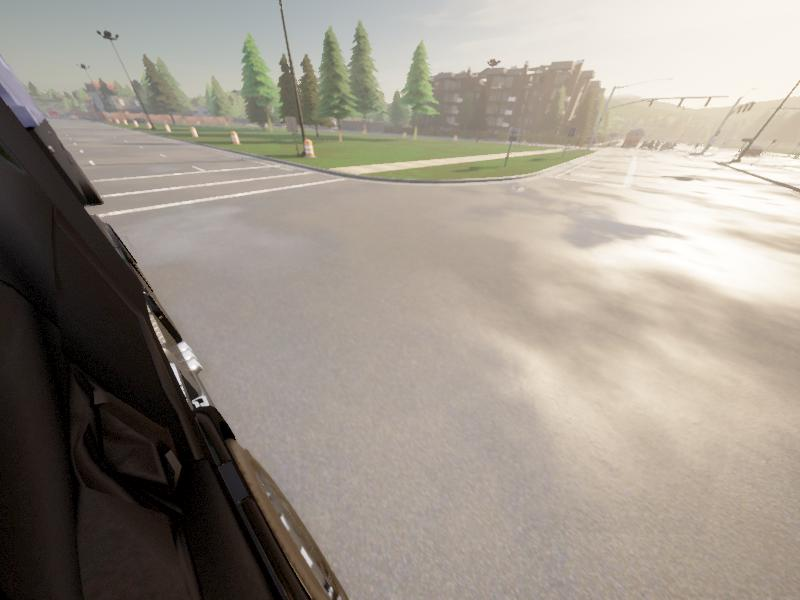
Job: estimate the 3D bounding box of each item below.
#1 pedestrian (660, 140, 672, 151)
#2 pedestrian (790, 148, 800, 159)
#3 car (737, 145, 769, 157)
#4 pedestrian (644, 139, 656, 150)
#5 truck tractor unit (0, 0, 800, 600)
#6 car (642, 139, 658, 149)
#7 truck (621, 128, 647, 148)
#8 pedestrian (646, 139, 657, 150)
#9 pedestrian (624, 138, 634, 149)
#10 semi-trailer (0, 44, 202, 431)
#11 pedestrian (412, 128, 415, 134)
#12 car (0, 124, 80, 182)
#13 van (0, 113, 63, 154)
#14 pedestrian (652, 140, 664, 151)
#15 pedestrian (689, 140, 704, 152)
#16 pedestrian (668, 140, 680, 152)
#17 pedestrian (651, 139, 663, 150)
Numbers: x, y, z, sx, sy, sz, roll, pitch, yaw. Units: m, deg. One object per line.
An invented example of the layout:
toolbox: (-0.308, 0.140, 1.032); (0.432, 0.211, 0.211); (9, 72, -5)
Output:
pedestrian: (54.186, -31.458, 47.057); (0.751, 1.860, 0.751); (23, 41, 25)
pedestrian: (69.145, -25.390, 39.846); (0.751, 1.860, 0.751); (14, 38, 15)
car: (67.712, -28.686, 44.373); (1.930, 1.638, 5.238); (28, 44, 30)
pedestrian: (52.019, -32.300, 48.052); (0.751, 1.860, 0.751); (23, 42, 25)
truck tractor unit: (-2.645, -0.295, 0.351); (6.516, 4.208, 3.053); (28, 44, 30)
car: (60.639, -37.953, 56.109); (1.905, 1.878, 3.866); (28, 44, 30)
truck: (58.196, -40.304, 57.471); (2.891, 3.827, 8.468); (28, 44, 30)
pedestrian: (52.829, -32.615, 48.519); (0.751, 1.860, 0.751); (29, 44, 31)
pedestrian: (49.424, -33.787, 49.881); (0.751, 1.860, 0.751); (25, 42, 27)
semi-trailer: (-8.702, -3.596, 4.233); (14.254, 4.402, 2.717); (28, 44, 30)
pedestrian: (4.569, -58.445, 79.855); (0.751, 1.860, 0.751); (28, 44, 30)
car: (-16.288, -6.491, 9.978); (5.027, 1.651, 2.152); (28, 44, 30)
van: (-24.645, -11.087, 15.310); (4.442, 1.987, 1.775); (28, 44, 30)
pedestrian: (53.163, -31.890, 47.573); (0.751, 1.860, 0.751); (23, 42, 25)
pedestrian: (57.872, -30.024, 45.107); (0.751, 1.860, 0.751); (23, 41, 25)
pedestrian: (55.460, -31.219, 46.812); (0.751, 1.860, 0.751); (28, 44, 30)
pedestrian: (53.939, -32.578, 48.532); (0.751, 1.860, 0.751); (24, 42, 26)
